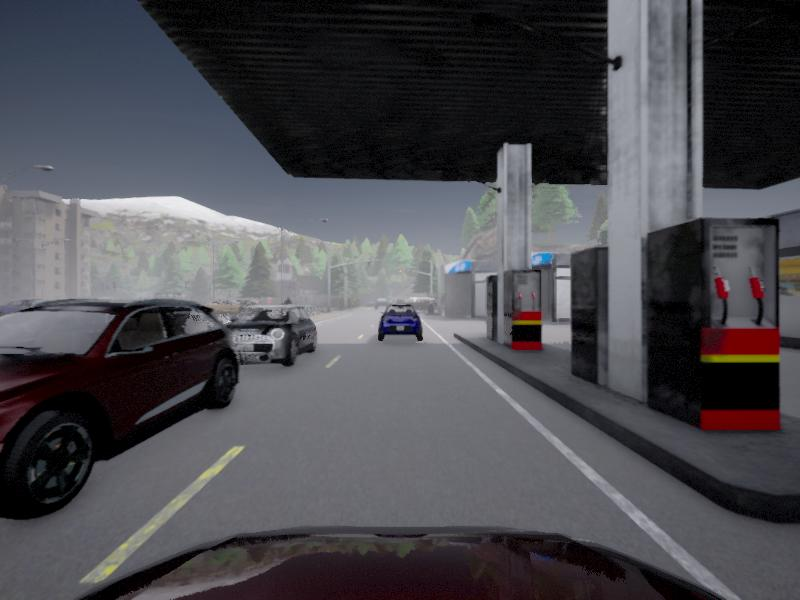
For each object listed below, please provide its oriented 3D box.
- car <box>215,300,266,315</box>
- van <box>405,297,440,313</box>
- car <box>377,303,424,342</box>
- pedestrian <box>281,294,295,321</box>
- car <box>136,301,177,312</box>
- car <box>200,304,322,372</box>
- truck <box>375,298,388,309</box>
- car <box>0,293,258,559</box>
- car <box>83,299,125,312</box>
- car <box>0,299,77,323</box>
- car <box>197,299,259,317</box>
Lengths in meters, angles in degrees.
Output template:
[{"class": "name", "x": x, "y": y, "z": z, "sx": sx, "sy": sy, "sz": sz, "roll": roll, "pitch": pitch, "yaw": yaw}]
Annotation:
[{"class": "car", "x": -16.469, "y": 0.762, "z": 41.548, "sx": 4.514, "sy": 1.523, "sz": 2.007, "roll": 0, "pitch": 0, "yaw": 0}, {"class": "van", "x": 3.156, "y": 0.678, "z": 55.116, "sx": 4.480, "sy": 2.038, "sz": 2.069, "roll": 0, "pitch": -2, "yaw": -38}, {"class": "car", "x": 0.014, "y": 0.888, "z": 17.412, "sx": 1.816, "sy": 1.474, "sz": 4.193, "roll": 0, "pitch": 0, "yaw": 0}, {"class": "pedestrian", "x": -7.747, "y": 0.538, "z": 27.761, "sx": 0.751, "sy": 1.860, "sz": 0.751, "roll": 0, "pitch": 0, "yaw": 0}, {"class": "car", "x": -35.842, "y": 0.965, "z": 58.966, "sx": 4.792, "sy": 1.488, "sz": 2.163, "roll": 0, "pitch": 0, "yaw": -1}, {"class": "car", "x": -3.491, "y": 0.874, "z": 10.874, "sx": 1.970, "sy": 1.475, "sz": 3.806, "roll": 0, "pitch": 0, "yaw": 0}, {"class": "truck", "x": -3.462, "y": 0.686, "z": 76.589, "sx": 2.390, "sy": 2.098, "sz": 6.274, "roll": 0, "pitch": 0, "yaw": -1}, {"class": "car", "x": -3.496, "y": 0.787, "z": 4.551, "sx": 2.033, "sy": 1.649, "sz": 4.856, "roll": 0, "pitch": 0, "yaw": 0}, {"class": "car", "x": -43.507, "y": 0.766, "z": 58.853, "sx": 4.605, "sy": 1.855, "sz": 1.932, "roll": 0, "pitch": 0, "yaw": -1}, {"class": "car", "x": -24.016, "y": 0.714, "z": 26.528, "sx": 3.633, "sy": 1.501, "sz": 1.845, "roll": 0, "pitch": 0, "yaw": 0}, {"class": "car", "x": -16.401, "y": 0.747, "z": 38.411, "sx": 5.027, "sy": 1.636, "sz": 2.152, "roll": 0, "pitch": 0, "yaw": 0}]
